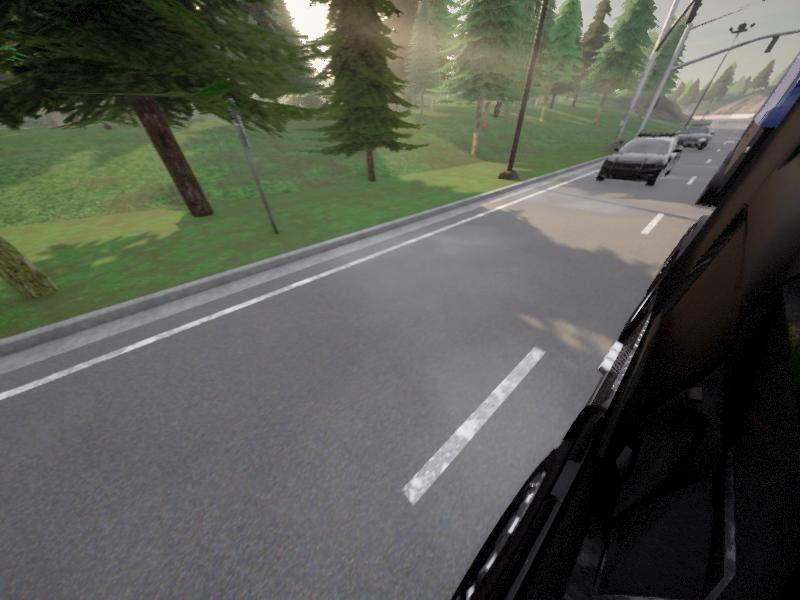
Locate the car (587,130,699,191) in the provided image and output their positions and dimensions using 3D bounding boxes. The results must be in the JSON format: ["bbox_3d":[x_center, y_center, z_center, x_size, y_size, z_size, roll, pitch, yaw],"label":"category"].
[{"bbox_3d":[10.352,-6.081,9.790,5.238,1.638,1.930,-28,44,-30],"label":"car"}]

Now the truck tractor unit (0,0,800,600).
[{"bbox_3d":[2.645,-0.295,0.351,6.516,4.208,3.053,-28,44,-30],"label":"truck tractor unit"}]

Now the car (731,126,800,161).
[{"bbox_3d":[21.847,-9.362,13.713,4.181,1.385,1.994,-28,44,-30],"label":"car"}]

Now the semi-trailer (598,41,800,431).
[{"bbox_3d":[8.693,-3.601,4.246,14.254,4.402,2.717,-28,44,-30],"label":"semi-trailer"}]

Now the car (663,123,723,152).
[{"bbox_3d":[22.877,-12.718,18.005,4.974,1.542,2.038,-28,44,-30],"label":"car"}]
